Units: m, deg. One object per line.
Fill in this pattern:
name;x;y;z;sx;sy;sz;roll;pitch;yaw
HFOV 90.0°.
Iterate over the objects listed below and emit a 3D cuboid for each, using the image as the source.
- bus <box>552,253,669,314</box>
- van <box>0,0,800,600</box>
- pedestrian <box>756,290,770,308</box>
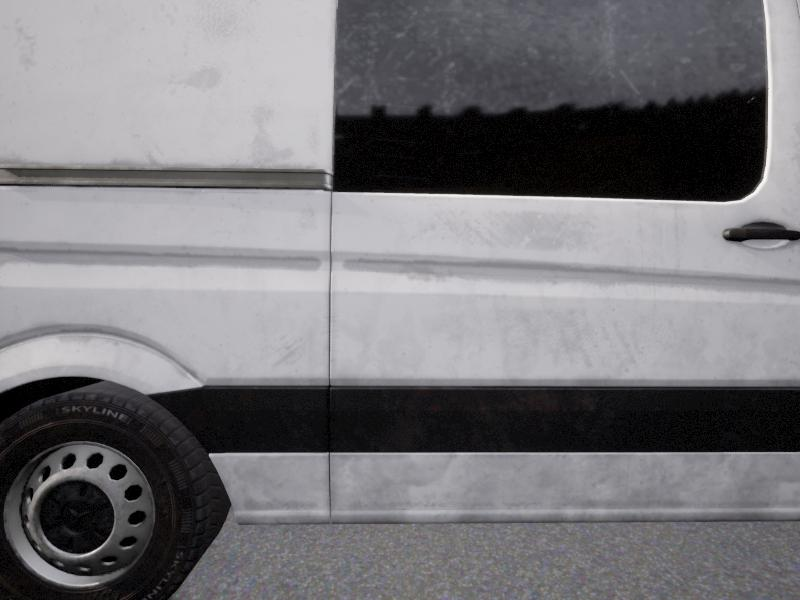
bus;16.488;-1.134;32.689;3.944;4.253;10.273;0;0;-2
van;0.744;-0.278;2.191;5.915;2.561;1.988;0;0;-1
pedestrian;36.810;-0.115;40.592;0.751;1.860;0.751;0;0;0
